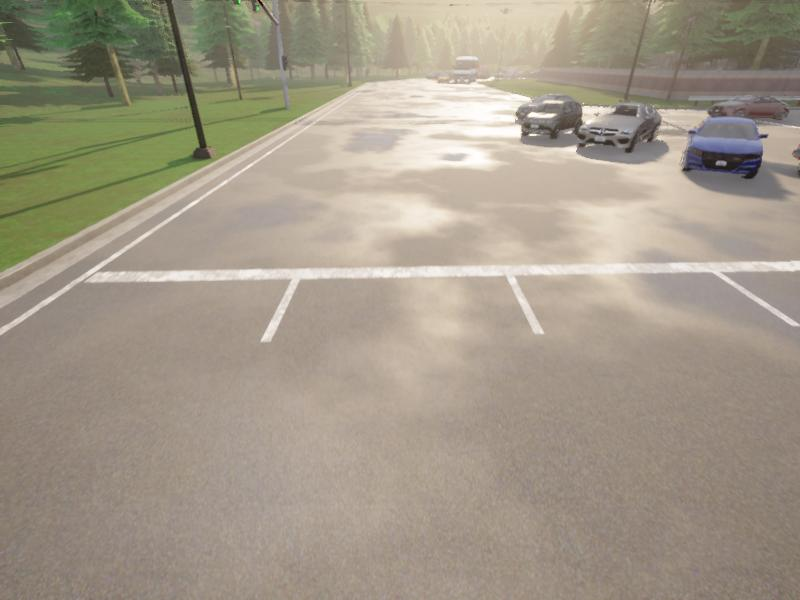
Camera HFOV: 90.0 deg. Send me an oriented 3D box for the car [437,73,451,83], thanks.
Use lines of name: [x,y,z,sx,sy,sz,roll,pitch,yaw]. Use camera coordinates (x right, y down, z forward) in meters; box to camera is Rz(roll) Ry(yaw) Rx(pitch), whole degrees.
car: [8.220,-41.652,75.069,1.801,1.575,5.366,7,31,12]

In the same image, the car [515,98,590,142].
car: [7.390,-8.756,19.269,1.789,1.549,3.705,24,38,36]

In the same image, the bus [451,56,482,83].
bus: [12.907,-44.430,77.116,3.944,4.253,10.273,9,32,15]

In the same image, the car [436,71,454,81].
car: [9.695,-48.228,86.123,2.033,1.649,4.856,16,34,25]

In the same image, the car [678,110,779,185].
car: [10.801,-5.305,13.440,1.882,1.535,5.008,17,34,28]

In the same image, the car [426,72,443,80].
car: [7.789,-49.954,89.205,1.816,1.474,4.193,19,35,29]

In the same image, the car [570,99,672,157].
car: [9.457,-7.456,17.001,2.152,1.651,5.027,24,38,35]

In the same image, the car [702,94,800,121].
car: [22.059,-12.154,25.244,4.181,1.385,1.994,-1,31,-2]

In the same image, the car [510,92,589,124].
car: [9.275,-11.949,24.795,4.674,1.442,1.812,-18,35,-28]

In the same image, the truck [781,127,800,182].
truck: [12.898,-4.027,10.362,2.627,2.467,5.204,13,33,22]
